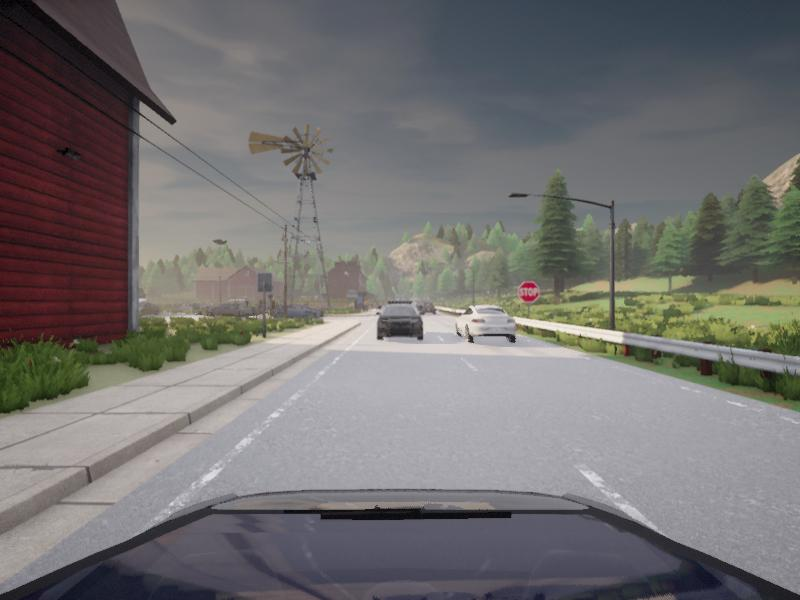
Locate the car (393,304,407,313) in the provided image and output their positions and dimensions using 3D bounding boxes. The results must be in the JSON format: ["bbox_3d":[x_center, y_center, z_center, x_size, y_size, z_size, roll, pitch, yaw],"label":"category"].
[{"bbox_3d":[0.003,1.177,56.437,1.895,1.301,4.718,0,0,0],"label":"car"}]

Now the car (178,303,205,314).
[{"bbox_3d":[-28.795,1.093,55.306,1.784,1.438,3.905,0,0,0],"label":"car"}]

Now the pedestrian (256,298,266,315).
[{"bbox_3d":[-15.210,0.667,43.792,0.751,1.860,0.751,0,0,39],"label":"pedestrian"}]

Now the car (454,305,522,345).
[{"bbox_3d":[3.501,0.942,16.776,1.812,1.442,4.674,0,-1,0],"label":"car"}]

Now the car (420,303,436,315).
[{"bbox_3d":[3.500,1.066,51.008,1.816,1.474,4.193,0,0,0],"label":"car"}]

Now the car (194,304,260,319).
[{"bbox_3d":[-16.409,1.053,38.083,5.357,1.411,2.033,0,0,-1],"label":"car"}]

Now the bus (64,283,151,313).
[{"bbox_3d":[-43.790,-0.274,60.179,10.273,4.253,3.944,0,0,-1],"label":"bus"}]

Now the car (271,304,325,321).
[{"bbox_3d":[-8.767,1.052,34.728,4.181,1.385,1.994,0,0,-2],"label":"car"}]

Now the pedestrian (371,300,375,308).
[{"bbox_3d":[-5.754,0.834,84.772,0.751,1.860,0.751,0,0,15],"label":"pedestrian"}]

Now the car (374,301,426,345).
[{"bbox_3d":[0.002,0.846,17.576,1.930,1.638,5.238,0,0,0],"label":"car"}]

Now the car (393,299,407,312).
[{"bbox_3d":[0.002,0.839,65.126,2.150,2.045,5.566,0,-1,0],"label":"car"}]

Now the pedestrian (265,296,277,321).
[{"bbox_3d":[-9.675,0.611,30.000,0.751,1.860,0.751,0,0,-5],"label":"pedestrian"}]
